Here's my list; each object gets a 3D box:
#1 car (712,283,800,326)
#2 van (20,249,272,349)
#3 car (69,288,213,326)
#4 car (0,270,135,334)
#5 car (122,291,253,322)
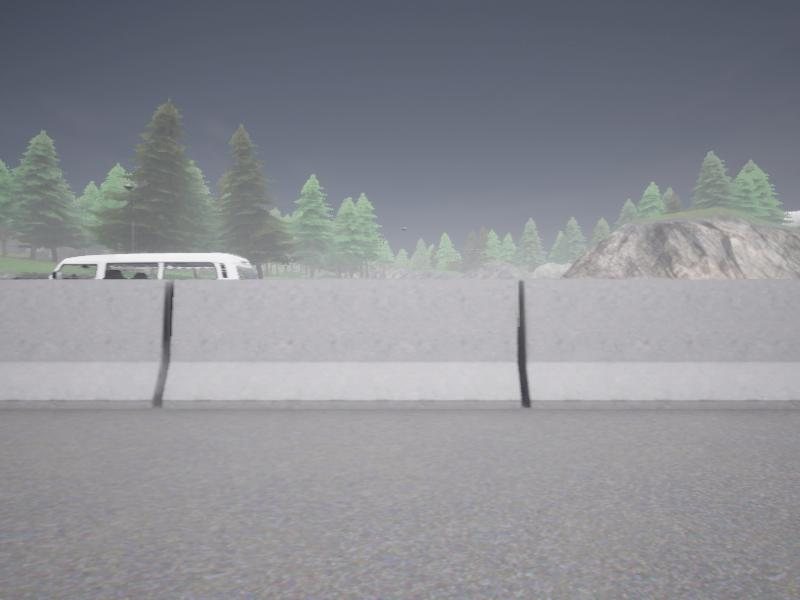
[{"bbox_3d":[15.975,0.176,16.199,5.027,1.651,2.152,0,0,0],"label":"car"},{"bbox_3d":[-5.525,-0.027,9.204,4.480,2.038,2.069,0,0,0],"label":"van"},{"bbox_3d":[-10.328,0.274,16.202,4.674,1.442,1.812,0,0,0],"label":"car"},{"bbox_3d":[-11.363,0.057,12.703,4.605,1.855,1.932,0,0,0],"label":"car"},{"bbox_3d":[-10.314,0.298,19.704,5.357,1.411,2.033,0,0,0],"label":"car"}]
